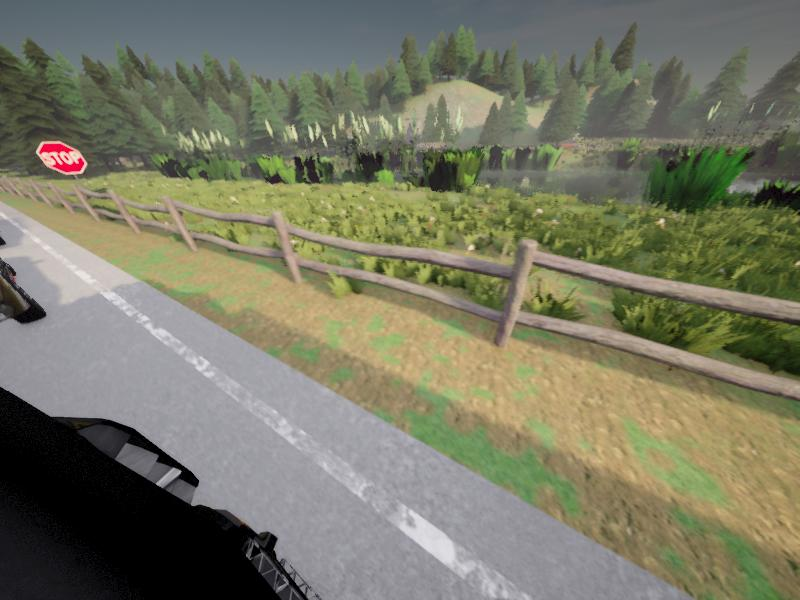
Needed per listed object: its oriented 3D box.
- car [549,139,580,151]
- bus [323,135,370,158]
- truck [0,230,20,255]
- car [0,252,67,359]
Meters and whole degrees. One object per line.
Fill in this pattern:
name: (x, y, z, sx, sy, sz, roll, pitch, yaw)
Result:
car: (31.850, -30.099, 44.975, 4.553, 1.767, 2.097, 14, 37, 23)
bus: (-13.357, -38.389, 57.931, 10.273, 4.253, 3.944, 10, 36, 18)
truck: (-13.831, -2.438, 6.117, 5.204, 2.467, 2.627, 16, 38, 26)
car: (-7.731, -0.302, 3.318, 5.027, 1.651, 2.152, 16, 38, 26)
